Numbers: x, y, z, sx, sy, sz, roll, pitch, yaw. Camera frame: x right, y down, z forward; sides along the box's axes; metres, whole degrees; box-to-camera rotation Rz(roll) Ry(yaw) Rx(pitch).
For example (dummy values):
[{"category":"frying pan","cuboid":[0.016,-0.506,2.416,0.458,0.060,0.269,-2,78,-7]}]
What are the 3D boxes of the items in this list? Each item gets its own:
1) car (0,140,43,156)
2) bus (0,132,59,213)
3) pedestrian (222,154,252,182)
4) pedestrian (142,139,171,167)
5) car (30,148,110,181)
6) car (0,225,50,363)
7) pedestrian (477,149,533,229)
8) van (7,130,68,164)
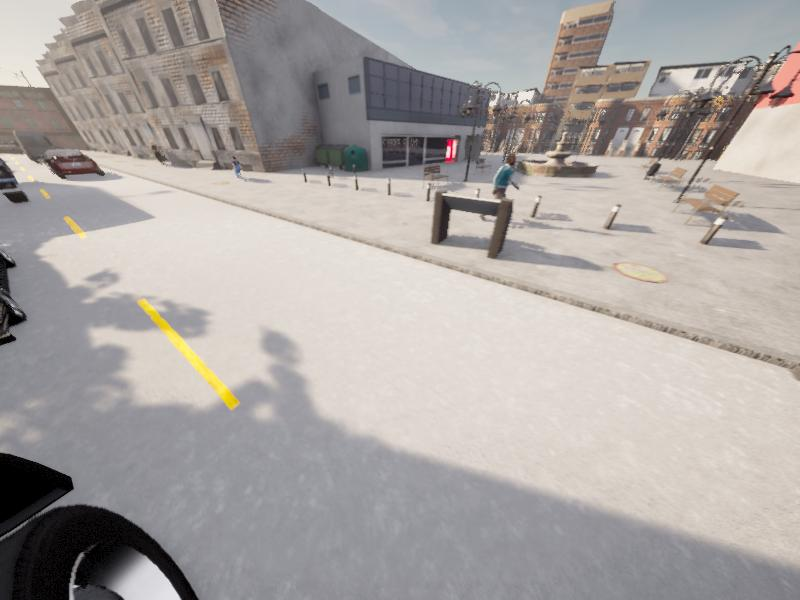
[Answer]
[{"category":"car","cuboid":[-53.784,-21.084,32.024,4.605,1.855,1.932,1,35,1]},{"category":"bus","cuboid":[-18.564,-6.179,8.801,10.273,4.253,3.944,22,40,28]},{"category":"pedestrian","cuboid":[-9.226,-7.512,13.116,0.751,1.300,0.751,18,39,23]},{"category":"pedestrian","cuboid":[-19.787,-11.947,18.814,0.751,1.860,0.751,21,40,26]},{"category":"car","cuboid":[-21.817,-9.082,15.284,4.792,1.488,2.163,22,41,28]},{"category":"car","cuboid":[-7.405,-0.412,3.210,5.357,1.411,2.033,22,41,28]},{"category":"pedestrian","cuboid":[2.878,-3.098,6.491,0.751,1.860,0.751,-28,44,-34]},{"category":"van","cuboid":[-36.199,-15.330,23.083,5.915,2.561,1.988,22,41,28]}]
